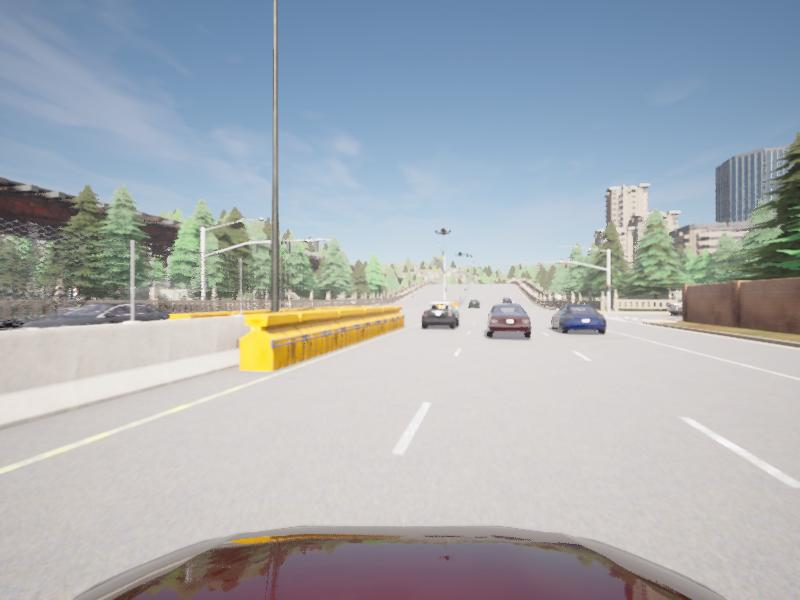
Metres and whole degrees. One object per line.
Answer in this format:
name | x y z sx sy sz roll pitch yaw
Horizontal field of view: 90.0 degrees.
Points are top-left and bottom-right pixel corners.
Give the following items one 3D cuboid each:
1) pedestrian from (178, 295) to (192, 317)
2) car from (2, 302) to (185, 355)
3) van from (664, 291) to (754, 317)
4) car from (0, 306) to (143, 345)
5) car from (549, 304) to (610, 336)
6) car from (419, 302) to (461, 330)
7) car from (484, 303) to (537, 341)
pedestrian | -18.320 0.477 34.065 0.751 1.860 0.751 0 0 11
car | -10.360 0.833 14.165 2.128 1.511 4.902 0 0 12
van | 29.120 0.370 37.973 6.366 2.431 2.351 0 0 12
car | -13.412 0.940 16.572 1.895 1.301 4.718 0 0 12
car | 8.887 0.903 20.164 1.994 1.385 4.181 0 0 13
car | 2.423 0.848 23.348 1.970 1.475 3.806 0 0 13
car | 4.911 0.891 18.382 2.033 1.411 5.357 0 0 12
